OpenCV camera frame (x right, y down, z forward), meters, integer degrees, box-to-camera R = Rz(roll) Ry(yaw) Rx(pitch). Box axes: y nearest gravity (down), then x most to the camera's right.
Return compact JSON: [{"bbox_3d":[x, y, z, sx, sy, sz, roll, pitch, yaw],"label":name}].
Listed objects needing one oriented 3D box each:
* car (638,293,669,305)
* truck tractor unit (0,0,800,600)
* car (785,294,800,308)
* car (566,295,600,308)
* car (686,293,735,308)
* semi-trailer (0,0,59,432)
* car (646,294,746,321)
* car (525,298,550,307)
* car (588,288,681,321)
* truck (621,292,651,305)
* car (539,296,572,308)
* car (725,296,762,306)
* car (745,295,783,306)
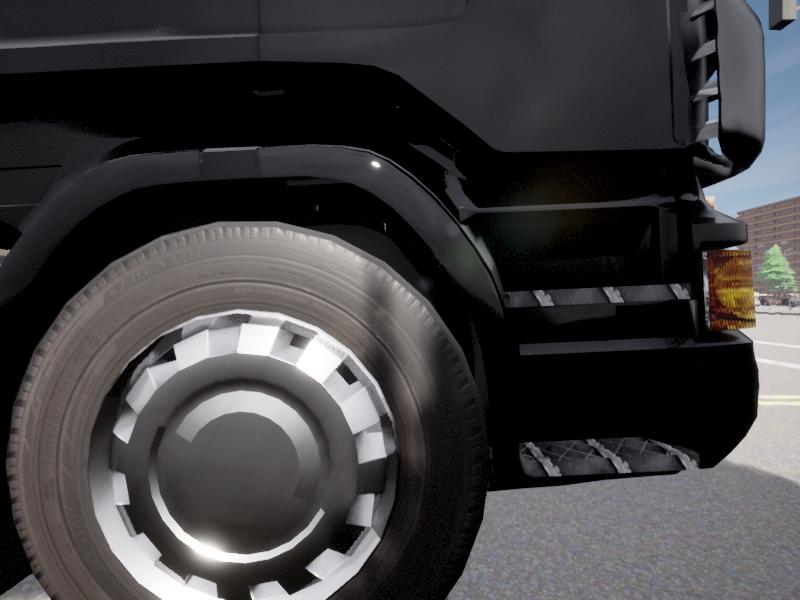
[{"bbox_3d":[39.656,-0.103,62.608,1.932,1.855,4.605,0,0,0],"label":"car"},{"bbox_3d":[-2.245,-1.114,2.198,6.516,4.208,3.053,0,0,0],"label":"truck tractor unit"},{"bbox_3d":[42.382,0.139,41.054,1.970,1.475,3.806,0,0,0],"label":"car"},{"bbox_3d":[22.651,0.223,49.714,1.882,1.535,5.008,0,0,0],"label":"car"},{"bbox_3d":[36.762,0.067,47.496,2.242,1.667,4.611,0,0,0],"label":"car"},{"bbox_3d":[-10.158,-1.217,2.192,14.254,4.402,2.717,0,0,0],"label":"semi-trailer"},{"bbox_3d":[15.721,0.344,21.653,1.895,1.301,4.718,0,0,0],"label":"car"},{"bbox_3d":[19.135,0.344,55.886,1.895,1.301,4.718,0,0,0],"label":"car"},{"bbox_3d":[12.220,0.229,21.351,2.038,1.542,4.974,0,0,0],"label":"car"},{"bbox_3d":[36.761,-0.198,62.541,2.069,2.038,4.478,0,0,0],"label":"truck"},{"bbox_3d":[19.150,0.251,49.516,2.163,1.488,4.792,0,0,0],"label":"car"},{"bbox_3d":[48.166,0.139,56.150,1.970,1.475,3.806,0,0,0],"label":"car"},{"bbox_3d":[51.061,0.107,56.146,1.784,1.438,3.905,0,0,0],"label":"car"}]
